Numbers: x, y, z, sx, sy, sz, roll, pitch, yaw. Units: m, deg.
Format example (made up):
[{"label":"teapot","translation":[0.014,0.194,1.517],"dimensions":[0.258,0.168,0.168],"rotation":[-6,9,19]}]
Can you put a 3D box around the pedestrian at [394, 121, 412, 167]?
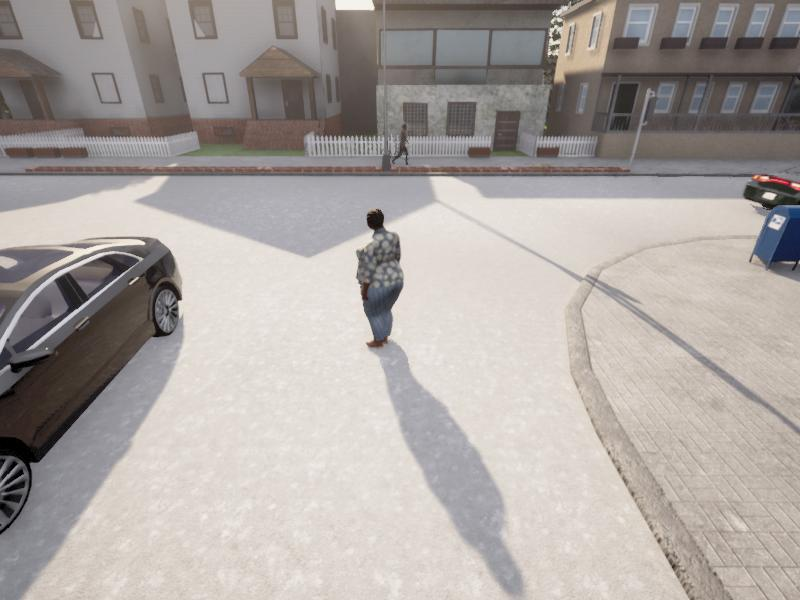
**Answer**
[{"label":"pedestrian","translation":[0.132,-6.908,17.716],"dimensions":[0.751,1.860,0.751],"rotation":[0,27,1]}]

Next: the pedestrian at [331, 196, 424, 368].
[{"label":"pedestrian","translation":[-0.259,-0.232,4.966],"dimensions":[0.751,1.860,0.751],"rotation":[-24,35,-38]}]

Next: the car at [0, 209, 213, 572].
[{"label":"car","translation":[-4.017,0.463,4.049],"dimensions":[2.128,1.511,4.902],"rotation":[-2,27,-3]}]

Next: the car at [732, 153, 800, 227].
[{"label":"car","translation":[12.490,-3.012,10.787],"dimensions":[4.974,1.542,2.038],"rotation":[0,27,0]}]
